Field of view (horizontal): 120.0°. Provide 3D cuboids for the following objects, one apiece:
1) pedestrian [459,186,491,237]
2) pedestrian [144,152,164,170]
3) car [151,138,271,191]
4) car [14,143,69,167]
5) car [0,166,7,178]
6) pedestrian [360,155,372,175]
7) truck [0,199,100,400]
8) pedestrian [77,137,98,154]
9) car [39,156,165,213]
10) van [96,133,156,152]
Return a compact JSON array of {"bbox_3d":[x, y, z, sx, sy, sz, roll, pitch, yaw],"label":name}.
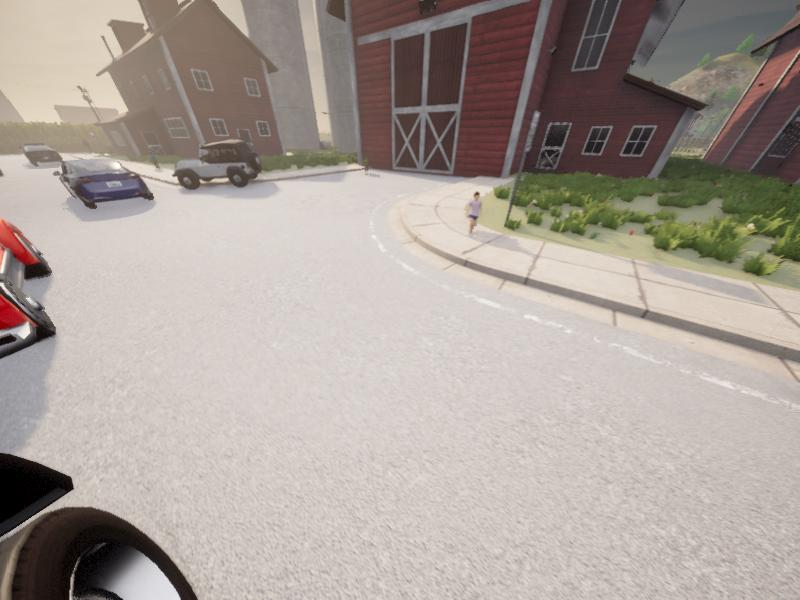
[{"bbox_3d":[1.846,-2.212,5.798,0.500,1.100,0.500,2,35,2],"label":"pedestrian"},{"bbox_3d":[-18.306,-10.381,17.228,0.500,1.100,0.500,20,40,26],"label":"pedestrian"},{"bbox_3d":[-9.190,-6.901,11.710,3.866,1.878,1.905,-5,41,-5],"label":"car"},{"bbox_3d":[-33.621,-13.700,21.652,5.238,1.638,1.930,22,41,28],"label":"car"},{"bbox_3d":[-27.813,-8.759,14.923,4.181,1.385,1.994,22,41,28],"label":"car"},{"bbox_3d":[-2.257,-8.936,15.317,0.500,1.100,0.500,21,40,27],"label":"pedestrian"},{"bbox_3d":[-6.572,-0.542,2.483,5.204,2.467,2.627,21,41,28],"label":"truck"},{"bbox_3d":[-43.910,-21.722,32.474,0.751,1.860,0.751,-16,38,-22],"label":"pedestrian"},{"bbox_3d":[-12.270,-4.937,9.503,4.792,1.488,2.163,22,41,28],"label":"car"},{"bbox_3d":[-47.214,-27.224,40.000,1.988,2.561,5.915,23,41,28],"label":"van"}]
